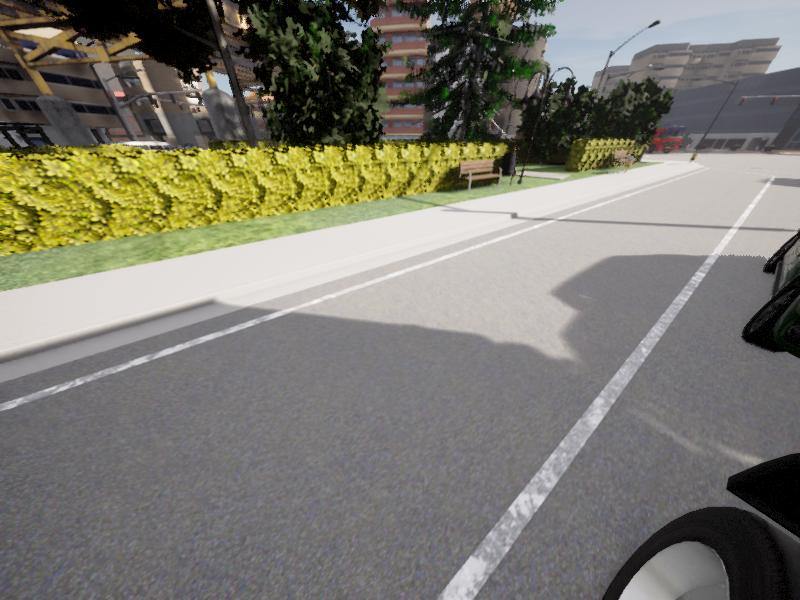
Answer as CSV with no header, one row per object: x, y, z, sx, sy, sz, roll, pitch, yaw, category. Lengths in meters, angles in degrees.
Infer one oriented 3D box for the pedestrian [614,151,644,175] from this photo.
15.229,-9.165,15.393,0.751,1.300,0.751,-19,39,-24,pedestrian

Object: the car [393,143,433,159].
1.762,-19.901,30.745,5.027,1.651,2.152,6,36,9,car

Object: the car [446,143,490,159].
8.633,-19.172,29.665,5.027,1.651,2.152,6,36,9,car

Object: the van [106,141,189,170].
-23.138,-13.525,21.501,2.069,2.038,4.480,6,36,9,van

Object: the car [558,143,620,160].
22.276,-17.731,27.526,5.027,1.651,2.152,6,36,9,car

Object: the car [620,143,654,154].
38.526,-24.792,37.727,1.970,1.475,3.806,6,35,9,car

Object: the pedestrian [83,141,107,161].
-34.860,-17.034,26.421,0.751,1.860,0.751,21,41,28,pedestrian

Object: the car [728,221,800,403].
6.721,-0.404,2.698,5.566,2.045,2.150,-21,40,-28,car

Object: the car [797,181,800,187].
24.001,-7.093,12.557,4.674,1.442,1.812,-21,40,-26,car

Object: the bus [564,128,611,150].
46.668,-40.527,58.224,3.944,4.253,10.273,4,34,5,bus

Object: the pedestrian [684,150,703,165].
25.466,-12.379,20.054,0.500,1.100,0.500,-16,38,-21,pedestrian

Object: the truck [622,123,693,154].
42.425,-26.905,38.714,2.891,3.827,8.468,6,35,8,truck

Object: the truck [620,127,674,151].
51.775,-33.896,48.883,2.891,3.827,8.468,6,35,8,truck

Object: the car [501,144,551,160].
15.463,-18.394,28.636,4.792,1.488,2.163,6,36,9,car

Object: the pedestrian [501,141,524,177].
6.914,-8.712,14.323,0.751,1.860,0.751,8,36,12,pedestrian
